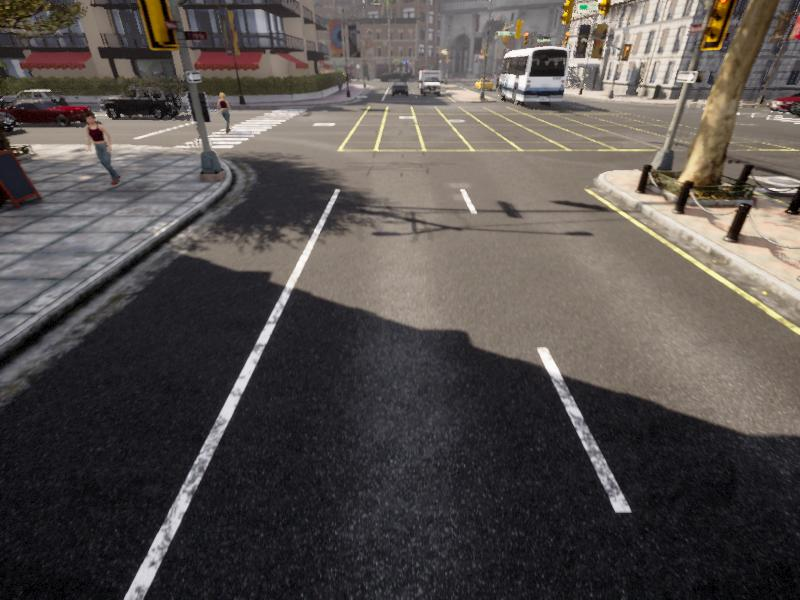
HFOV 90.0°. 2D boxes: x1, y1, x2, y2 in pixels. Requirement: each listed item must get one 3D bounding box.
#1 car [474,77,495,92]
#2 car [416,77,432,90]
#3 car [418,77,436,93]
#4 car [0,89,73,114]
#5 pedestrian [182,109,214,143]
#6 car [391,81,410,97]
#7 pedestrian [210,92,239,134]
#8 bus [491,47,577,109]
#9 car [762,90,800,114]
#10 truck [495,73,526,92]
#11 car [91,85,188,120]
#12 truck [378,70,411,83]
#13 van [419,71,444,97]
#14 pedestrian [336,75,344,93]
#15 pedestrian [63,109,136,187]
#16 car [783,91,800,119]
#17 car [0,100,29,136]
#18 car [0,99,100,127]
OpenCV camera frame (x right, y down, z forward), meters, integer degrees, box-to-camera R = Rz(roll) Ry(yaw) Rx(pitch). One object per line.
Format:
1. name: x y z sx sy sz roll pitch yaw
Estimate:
1. car: 11.525 -29.712 55.043 1.801 1.575 5.366 0 30 0
2. car: 3.571 -32.170 59.295 2.128 1.511 4.902 0 30 0
3. car: 3.523 -28.582 53.065 2.033 1.649 4.856 0 30 0
4. car: -26.678 -14.450 29.118 3.806 1.475 1.970 0 30 0
5. pedestrian: -9.077 -7.834 17.982 0.751 1.300 0.751 2 30 3
6. car: 0.019 -24.367 46.113 2.033 1.411 5.357 0 30 0
7. pedestrian: -8.814 -9.432 20.151 0.751 1.860 0.751 3 31 6
8. bus: 11.396 -19.929 35.737 3.944 4.253 10.273 0 31 0
9. car: 29.975 -14.574 29.395 4.674 1.442 1.812 0 30 0
10. truck: 15.024 -29.881 54.822 2.390 2.098 6.274 0 30 0
11. car: -16.794 -12.875 26.045 4.605 1.855 1.932 0 30 -1
12. truck: -1.078 -45.676 81.720 6.274 2.098 2.390 8 31 13
13. van: 3.519 -25.044 46.248 2.351 2.431 6.366 0 30 0
14. pedestrian: -7.207 -25.923 47.950 0.751 1.860 0.751 0 30 -1
15. pedestrian: -7.938 -4.039 10.662 0.751 1.860 0.751 1 30 2
16. car: 28.925 -12.837 26.345 4.974 1.542 2.038 0 30 0
17. car: -22.142 -9.155 20.080 4.892 1.490 1.837 0 30 0
18. car: -20.588 -10.844 23.157 4.718 1.301 1.895 0 30 0
